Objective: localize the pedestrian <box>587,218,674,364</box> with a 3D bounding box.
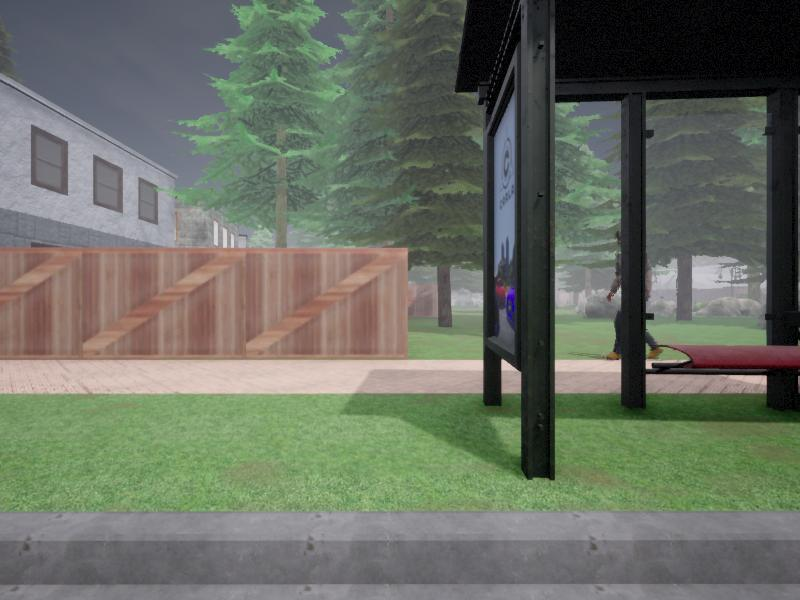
[{"bbox_3d":[3.118,-0.115,5.478,0.751,1.860,0.751,0,0,0],"label":"pedestrian"}]
